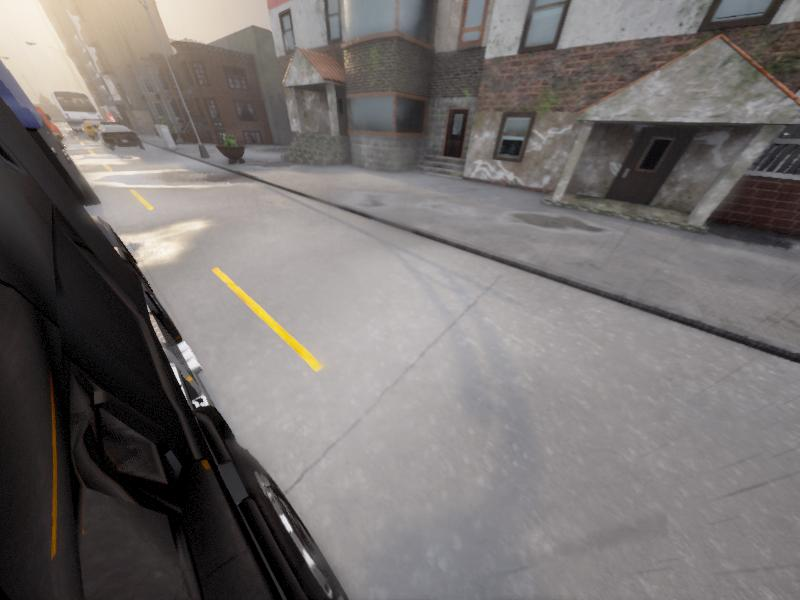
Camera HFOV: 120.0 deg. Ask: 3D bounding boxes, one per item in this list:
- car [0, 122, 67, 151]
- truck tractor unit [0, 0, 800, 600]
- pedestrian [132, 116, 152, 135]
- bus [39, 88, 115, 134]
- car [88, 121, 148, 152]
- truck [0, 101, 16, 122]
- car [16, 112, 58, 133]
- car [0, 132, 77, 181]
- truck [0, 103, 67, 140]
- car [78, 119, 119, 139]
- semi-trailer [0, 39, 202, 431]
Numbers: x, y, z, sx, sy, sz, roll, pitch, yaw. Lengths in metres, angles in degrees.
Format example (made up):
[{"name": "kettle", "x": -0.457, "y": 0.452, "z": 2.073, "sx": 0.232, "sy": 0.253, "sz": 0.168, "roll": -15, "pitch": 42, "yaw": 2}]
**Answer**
[{"name": "car", "x": -25.482, "y": -11.422, "z": 16.128, "sx": 4.181, "sy": 1.385, "sz": 1.994, "roll": 28, "pitch": 44, "yaw": 30}, {"name": "truck tractor unit", "x": -2.645, "y": -0.295, "z": 0.351, "sx": 6.516, "sy": 4.208, "sz": 3.053, "roll": 28, "pitch": 44, "yaw": 30}, {"name": "pedestrian", "x": -33.337, "y": -22.558, "z": 29.876, "sx": 0.751, "sy": 1.860, "sz": 0.751, "roll": 9, "pitch": 37, "yaw": 8}, {"name": "bus", "x": -43.517, "y": -25.341, "z": 31.167, "sx": 10.273, "sy": 4.253, "sz": 3.944, "roll": 29, "pitch": 44, "yaw": 29}, {"name": "car", "x": -21.868, "y": -12.724, "z": 17.875, "sx": 5.238, "sy": 1.638, "sz": 1.930, "roll": 28, "pitch": 44, "yaw": 30}, {"name": "truck", "x": -82.265, "y": -36.568, "z": 44.008, "sx": 2.891, "sy": 3.827, "sz": 8.468, "roll": 28, "pitch": 44, "yaw": 30}, {"name": "car", "x": -43.291, "y": -21.213, "z": 27.625, "sx": 3.866, "sy": 1.878, "sz": 1.905, "roll": 28, "pitch": 44, "yaw": 30}, {"name": "car", "x": -16.173, "y": -6.380, "z": 10.055, "sx": 4.718, "sy": 1.301, "sz": 1.895, "roll": 28, "pitch": 44, "yaw": 30}, {"name": "truck", "x": -33.384, "y": -16.110, "z": 20.990, "sx": 5.204, "sy": 2.467, "sz": 2.627, "roll": 27, "pitch": 43, "yaw": 31}, {"name": "car", "x": -32.567, "y": -18.438, "z": 24.905, "sx": 5.008, "sy": 1.535, "sz": 1.882, "roll": 28, "pitch": 44, "yaw": 30}, {"name": "semi-trailer", "x": -8.723, "y": -3.590, "z": 4.202, "sx": 14.254, "sy": 4.402, "sz": 2.717, "roll": 28, "pitch": 44, "yaw": 29}]
